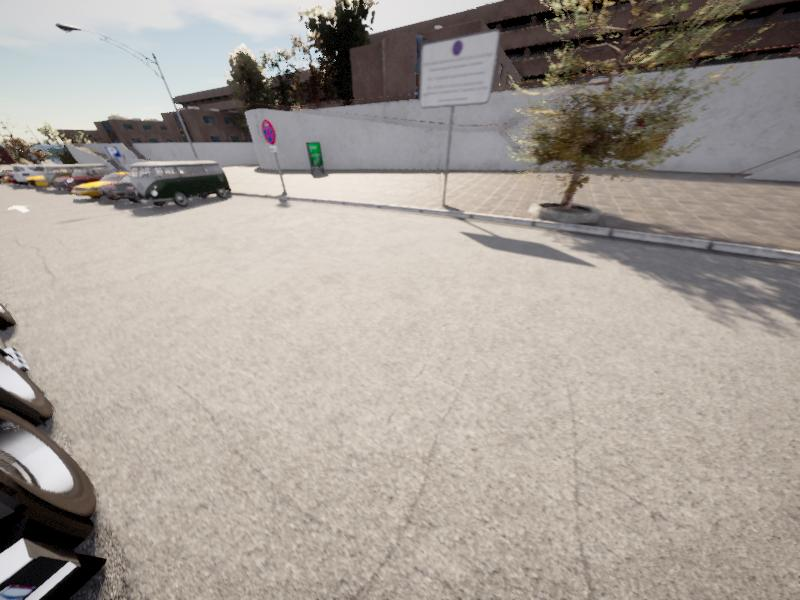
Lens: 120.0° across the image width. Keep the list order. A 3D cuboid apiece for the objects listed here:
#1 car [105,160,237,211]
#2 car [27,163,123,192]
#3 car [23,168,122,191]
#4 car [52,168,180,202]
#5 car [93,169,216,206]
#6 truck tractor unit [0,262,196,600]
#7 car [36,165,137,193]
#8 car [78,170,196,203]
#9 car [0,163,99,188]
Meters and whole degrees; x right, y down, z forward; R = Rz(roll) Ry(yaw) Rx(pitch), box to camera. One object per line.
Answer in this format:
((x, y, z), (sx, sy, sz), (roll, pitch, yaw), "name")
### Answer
((-11.689, -6.313, 12.421), (1.878, 1.987, 4.442), (4, 33, 9), "car")
((-29.746, -11.473, 21.473), (1.878, 1.987, 4.442), (4, 33, 9), "car")
((-32.277, -12.182, 23.137), (1.946, 1.575, 5.366), (4, 33, 9), "car")
((-19.434, -8.300, 16.362), (1.946, 1.575, 5.366), (4, 33, 9), "car")
((-14.249, -6.887, 13.952), (2.002, 1.452, 4.674), (4, 33, 9), "car")
((-5.122, -0.284, 0.810), (6.516, 4.208, 3.053), (18, 39, 25), "truck tractor unit")
((-27.140, -10.729, 20.356), (2.185, 1.767, 4.553), (4, 33, 9), "car")
((-16.821, -7.626, 15.248), (2.002, 1.452, 4.674), (4, 33, 9), "car")
((-40.048, -14.510, 26.756), (2.435, 2.045, 5.566), (4, 33, 10), "car")
